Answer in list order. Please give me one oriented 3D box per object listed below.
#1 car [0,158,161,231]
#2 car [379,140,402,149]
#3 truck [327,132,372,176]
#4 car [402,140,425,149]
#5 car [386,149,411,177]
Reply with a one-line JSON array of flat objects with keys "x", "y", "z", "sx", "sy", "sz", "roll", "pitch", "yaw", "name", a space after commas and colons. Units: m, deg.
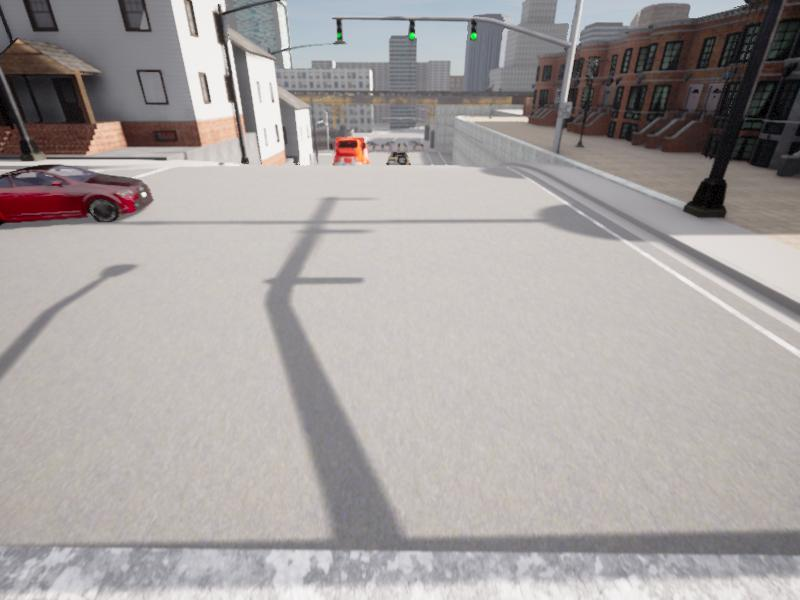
[{"x": -9.267, "y": -2.942, "z": 10.906, "sx": 4.181, "sy": 1.385, "sz": 1.994, "roll": -7, "pitch": 28, "yaw": -14, "name": "car"}, {"x": -2.215, "y": -36.360, "z": 93.473, "sx": 4.974, "sy": 1.542, "sz": 2.038, "roll": -18, "pitch": 32, "yaw": -32, "name": "car"}, {"x": -3.625, "y": -10.767, "z": 29.940, "sx": 2.627, "sy": 2.467, "sz": 5.204, "roll": -1, "pitch": 14, "yaw": 0, "name": "truck"}, {"x": 3.156, "y": -36.709, "z": 94.149, "sx": 4.974, "sy": 1.542, "sz": 2.038, "roll": 14, "pitch": 30, "yaw": 25, "name": "car"}, {"x": -0.100, "y": -11.405, "z": 33.470, "sx": 1.932, "sy": 1.855, "sz": 4.605, "roll": 0, "pitch": 14, "yaw": 0, "name": "car"}]
